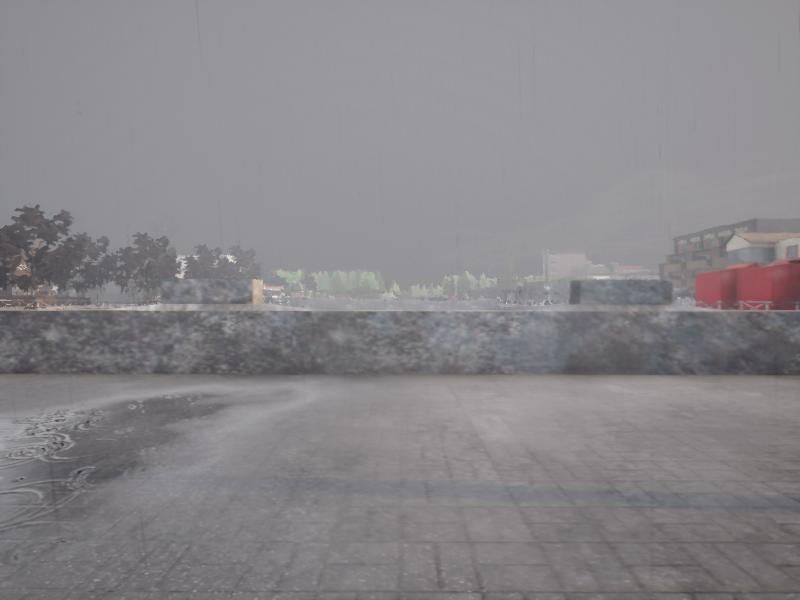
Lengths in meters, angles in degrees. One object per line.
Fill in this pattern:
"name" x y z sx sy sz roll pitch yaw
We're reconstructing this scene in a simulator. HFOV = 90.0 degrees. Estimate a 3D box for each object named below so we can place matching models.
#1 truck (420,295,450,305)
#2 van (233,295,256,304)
"truck" 7.395 -0.045 85.111 6.274 2.098 2.390 0 0 0
"van" -34.692 -0.070 89.124 4.442 1.987 1.775 0 0 0
